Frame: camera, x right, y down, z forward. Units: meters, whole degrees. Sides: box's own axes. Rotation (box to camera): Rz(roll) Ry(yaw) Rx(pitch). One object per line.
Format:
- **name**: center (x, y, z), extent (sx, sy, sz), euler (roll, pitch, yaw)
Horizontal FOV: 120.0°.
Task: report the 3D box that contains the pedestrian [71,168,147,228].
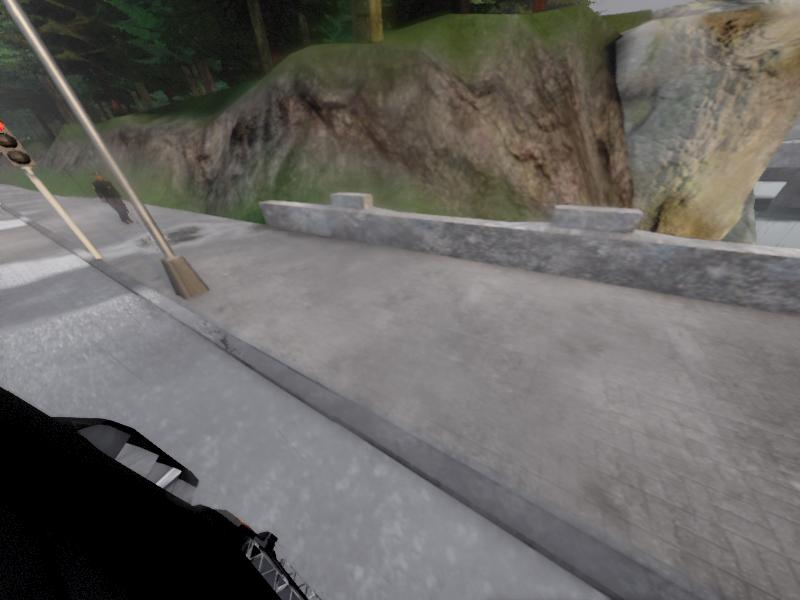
- **pedestrian**: center (-10.541, -3.714, 8.455), extent (0.751, 1.860, 0.751), euler (10, 36, 19)
